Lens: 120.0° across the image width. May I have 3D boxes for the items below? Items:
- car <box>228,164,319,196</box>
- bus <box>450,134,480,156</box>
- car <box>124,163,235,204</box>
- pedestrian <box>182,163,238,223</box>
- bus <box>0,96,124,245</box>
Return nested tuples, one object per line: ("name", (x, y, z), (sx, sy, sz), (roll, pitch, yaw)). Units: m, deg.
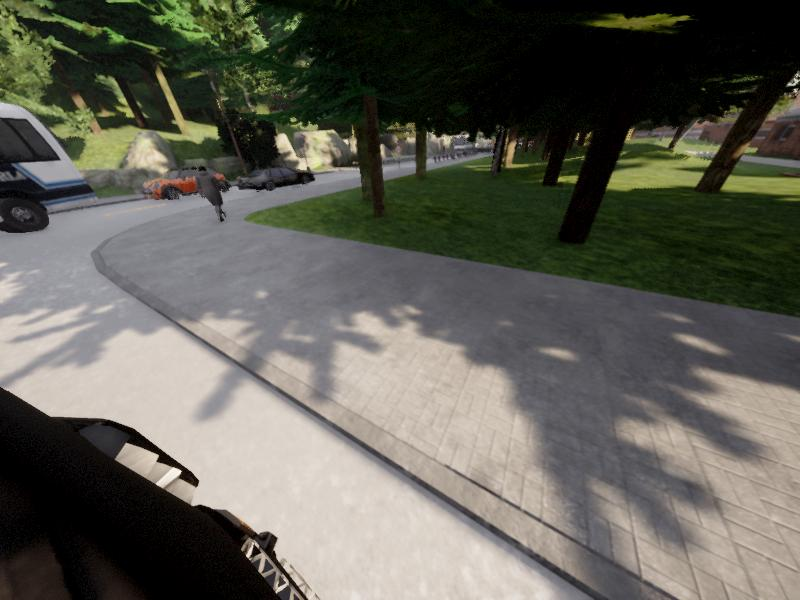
("car", (-8.830, -8.856, 16.758), (2.033, 1.411, 5.357), (17, 38, 27))
("bus", (16.758, -39.728, 59.178), (3.944, 4.253, 10.273), (16, 38, 26))
("car", (-14.121, -7.796, 15.208), (2.097, 1.767, 4.553), (13, 37, 23))
("pedestrian", (-6.882, -3.905, 8.481), (0.751, 1.860, 0.751), (-11, 34, -12))
("bus", (-15.686, -3.237, 6.213), (3.944, 4.253, 10.273), (-3, 35, -3))
